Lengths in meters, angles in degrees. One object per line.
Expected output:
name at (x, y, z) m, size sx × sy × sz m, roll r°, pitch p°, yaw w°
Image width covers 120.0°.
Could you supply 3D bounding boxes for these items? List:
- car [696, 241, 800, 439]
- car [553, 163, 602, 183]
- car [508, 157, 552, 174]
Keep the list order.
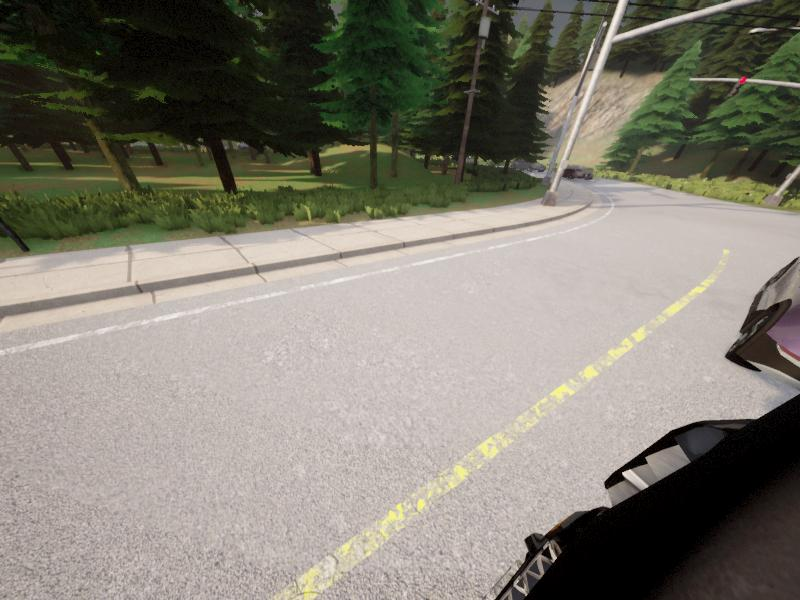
car at (6.133, 0.168, 2.698) m, size 4.856 × 1.649 × 2.033 m, roll -17°, pitch 39°, yaw -28°
car at (18.724, -13.619, 24.675) m, size 1.994 × 1.385 × 4.181 m, roll 3°, pitch 33°, yaw 1°
car at (17.828, -18.699, 32.027) m, size 2.152 × 1.651 × 5.027 m, roll -8°, pitch 35°, yaw -16°
